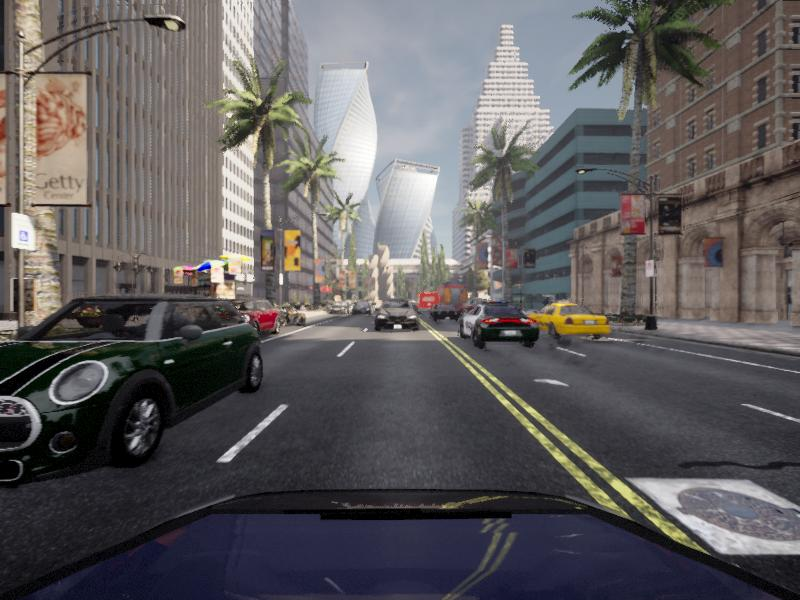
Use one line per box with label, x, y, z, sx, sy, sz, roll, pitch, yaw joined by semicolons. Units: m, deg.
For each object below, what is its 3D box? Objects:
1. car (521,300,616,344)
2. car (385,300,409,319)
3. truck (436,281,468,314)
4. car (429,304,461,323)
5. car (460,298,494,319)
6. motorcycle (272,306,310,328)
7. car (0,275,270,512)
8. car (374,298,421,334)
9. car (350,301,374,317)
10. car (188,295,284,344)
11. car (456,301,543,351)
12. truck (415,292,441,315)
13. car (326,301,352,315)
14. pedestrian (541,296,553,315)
car;6.956;0.808;17.274;1.801;1.575;5.366;0;0;-1
car;-0.250;0.790;36.501;2.033;1.649;4.856;0;0;-1
truck;6.584;-0.303;51.628;2.891;3.827;8.468;0;0;-1
car;3.318;0.954;30.429;1.895;1.301;4.718;0;0;-1
car;6.761;0.707;35.477;2.097;1.767;4.553;0;0;-1
motorcycle;-6.559;0.990;24.164;0.764;1.277;2.356;0;0;29
car;-3.500;0.697;5.255;2.097;1.767;4.553;0;0;0
car;-0.192;0.764;21.308;2.242;1.667;4.611;0;0;-2
car;-3.802;0.841;41.082;2.038;1.542;4.974;0;0;-1
car;-6.628;0.704;16.807;2.185;1.767;4.553;0;0;-1
car;3.477;0.832;15.082;2.038;1.542;4.974;0;0;0
truck;3.146;0.370;46.112;2.627;2.467;5.204;0;0;-1
car;-6.946;0.841;46.180;2.231;1.521;4.892;0;0;-1
pedestrian;14.530;0.499;39.520;0.751;1.860;0.751;0;0;-18
